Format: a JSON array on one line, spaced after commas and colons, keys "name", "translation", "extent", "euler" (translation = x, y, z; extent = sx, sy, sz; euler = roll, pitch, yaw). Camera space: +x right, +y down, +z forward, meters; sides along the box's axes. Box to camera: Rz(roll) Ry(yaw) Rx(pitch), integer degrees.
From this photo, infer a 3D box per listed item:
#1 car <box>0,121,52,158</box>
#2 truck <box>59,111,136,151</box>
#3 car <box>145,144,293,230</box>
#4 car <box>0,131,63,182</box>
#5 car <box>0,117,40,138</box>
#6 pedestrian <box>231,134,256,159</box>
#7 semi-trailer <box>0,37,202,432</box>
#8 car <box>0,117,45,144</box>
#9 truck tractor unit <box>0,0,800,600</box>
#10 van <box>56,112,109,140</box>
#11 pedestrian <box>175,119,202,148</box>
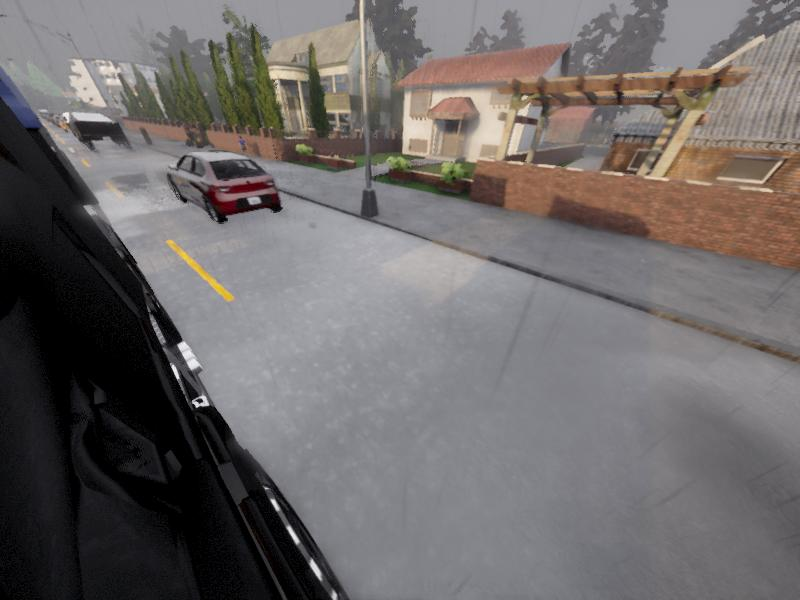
[{"name": "car", "translation": [-22.888, -9.550, 13.624], "extent": [4.514, 1.525, 2.007], "euler": [28, 43, 29]}, {"name": "truck", "translation": [-23.323, -13.048, 17.781], "extent": [6.274, 2.098, 2.390], "euler": [27, 43, 29]}, {"name": "car", "translation": [-5.320, -3.535, 6.793], "extent": [4.193, 1.474, 1.816], "euler": [27, 43, 29]}, {"name": "car", "translation": [-15.971, -5.945, 9.404], "extent": [4.181, 1.385, 1.994], "euler": [27, 43, 29]}, {"name": "car", "translation": [-36.259, -16.346, 21.854], "extent": [4.193, 1.474, 1.816], "euler": [27, 43, 29]}, {"name": "pedestrian", "translation": [-10.226, -10.060, 15.101], "extent": [0.751, 1.300, 0.751], "euler": [28, 44, 30]}, {"name": "semi-trailer", "translation": [-8.743, -3.580, 4.176], "extent": [14.254, 4.402, 2.717], "euler": [28, 43, 29]}, {"name": "car", "translation": [-30.807, -13.631, 18.548], "extent": [4.514, 1.525, 2.007], "euler": [28, 43, 29]}, {"name": "truck tractor unit", "translation": [-2.645, -0.295, 0.351], "extent": [6.516, 4.208, 3.053], "euler": [28, 44, 30]}, {"name": "van", "translation": [-31.173, -17.061, 22.666], "extent": [4.480, 2.038, 2.069], "euler": [27, 43, 29]}, {"name": "pedestrian", "translation": [-17.338, -13.670, 18.982], "extent": [0.751, 1.860, 0.751], "euler": [19, 40, 20]}]
